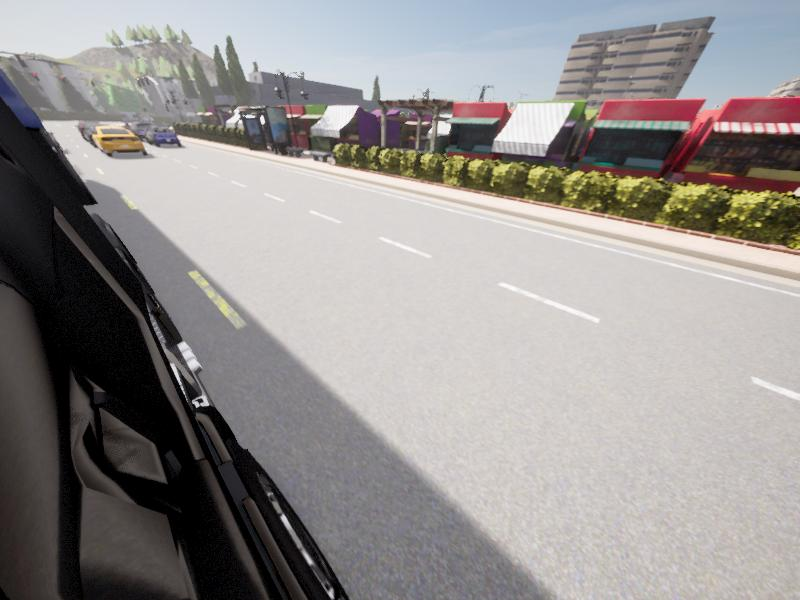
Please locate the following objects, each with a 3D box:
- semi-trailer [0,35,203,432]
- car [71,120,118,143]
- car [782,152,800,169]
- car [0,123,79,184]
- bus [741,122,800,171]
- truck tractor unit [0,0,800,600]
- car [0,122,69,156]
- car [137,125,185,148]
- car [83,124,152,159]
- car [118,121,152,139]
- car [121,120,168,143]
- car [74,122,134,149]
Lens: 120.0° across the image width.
[{"bbox_3d":[-8.759,-3.565,4.162,14.254,4.402,2.717,27,43,29],"label":"semi-trailer"},{"bbox_3d":[-29.149,-16.092,22.001,5.008,1.535,1.882,28,44,30],"label":"car"},{"bbox_3d":[51.780,-17.535,29.114,2.152,1.651,5.027,28,43,29],"label":"car"},{"bbox_3d":[-16.068,-6.420,9.906,5.366,1.575,1.801,28,43,28],"label":"car"},{"bbox_3d":[45.805,-17.579,26.600,3.944,4.253,10.273,28,42,29],"label":"bus"},{"bbox_3d":[-2.645,-0.295,0.351,6.516,4.208,3.053,28,44,30],"label":"truck tractor unit"},{"bbox_3d":[-23.310,-10.217,14.570,4.792,1.488,2.163,28,44,30],"label":"car"},{"bbox_3d":[-21.293,-14.606,20.583,4.193,1.474,1.816,28,44,30],"label":"car"},{"bbox_3d":[-18.743,-10.568,15.294,5.008,1.535,1.882,28,43,29],"label":"car"},{"bbox_3d":[-30.839,-19.803,26.865,3.633,1.501,1.845,31,45,32],"label":"car"},{"bbox_3d":[-26.292,-17.337,23.782,4.856,1.649,2.033,28,44,30],"label":"car"},{"bbox_3d":[-23.908,-13.279,18.630,4.792,1.488,2.163,28,44,30],"label":"car"}]
